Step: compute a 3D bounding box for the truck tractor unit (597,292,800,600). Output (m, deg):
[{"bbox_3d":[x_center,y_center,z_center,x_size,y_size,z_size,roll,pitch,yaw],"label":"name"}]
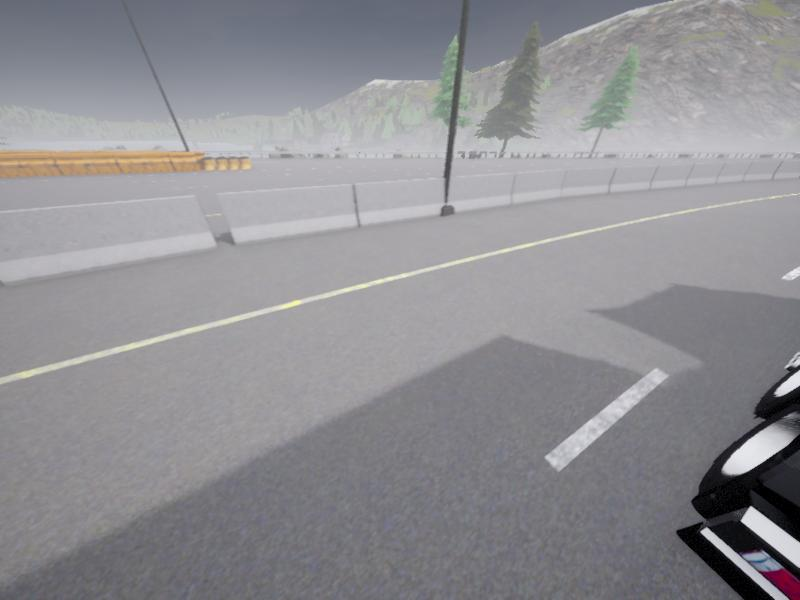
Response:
[{"bbox_3d":[5.166,-0.240,0.706,6.516,4.208,3.053,-16,39,-22],"label":"truck tractor unit"}]
